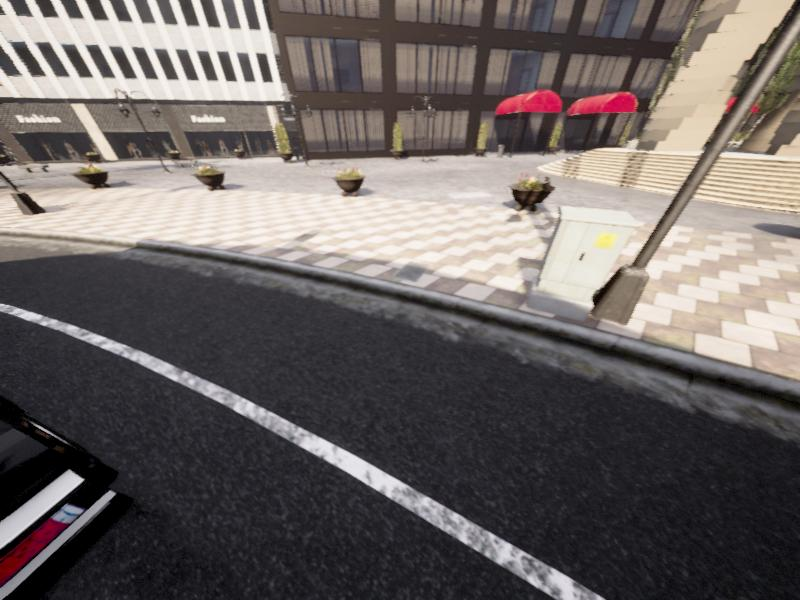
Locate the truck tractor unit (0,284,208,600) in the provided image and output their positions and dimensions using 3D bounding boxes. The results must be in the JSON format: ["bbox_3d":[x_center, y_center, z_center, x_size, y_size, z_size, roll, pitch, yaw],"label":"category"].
[{"bbox_3d":[-5.267,-0.103,0.514,6.516,4.208,3.053,11,37,16],"label":"truck tractor unit"}]
